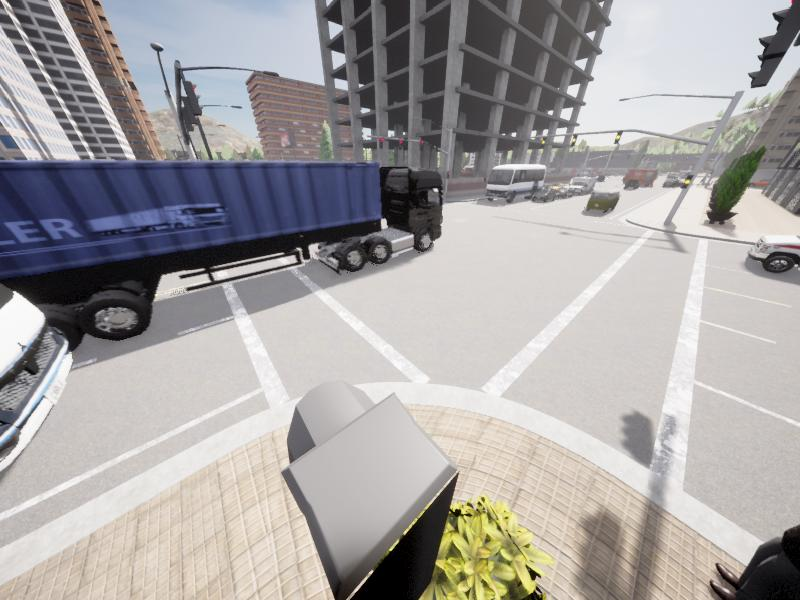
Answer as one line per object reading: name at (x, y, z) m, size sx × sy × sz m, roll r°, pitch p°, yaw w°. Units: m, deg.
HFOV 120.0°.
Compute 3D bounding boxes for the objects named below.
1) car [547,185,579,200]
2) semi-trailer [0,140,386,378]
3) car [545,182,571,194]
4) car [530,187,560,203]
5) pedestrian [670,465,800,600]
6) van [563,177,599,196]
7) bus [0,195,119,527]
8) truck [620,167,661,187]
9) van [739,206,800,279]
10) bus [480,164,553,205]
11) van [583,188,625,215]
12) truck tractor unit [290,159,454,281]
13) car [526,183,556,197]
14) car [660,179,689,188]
car at (23.938, -15.821, 33.898) m, size 4.902 × 1.511 × 2.128 m, roll -23°, pitch 37°, yaw -34°
semi-trailer at (-7.006, -1.795, 6.696) m, size 14.254 × 4.402 × 2.717 m, roll -22°, pitch 37°, yaw -33°
car at (27.903, -19.813, 40.743) m, size 5.366 × 1.575 × 1.801 m, roll -23°, pitch 37°, yaw -34°
car at (19.024, -13.768, 30.300) m, size 3.705 × 1.549 × 1.789 m, roll -23°, pitch 37°, yaw -34°
pedestrian at (3.453, 2.233, 1.925) m, size 0.751 × 1.860 × 0.751 m, roll -15°, pitch 33°, yaw -24°
van at (29.749, -18.670, 37.915) m, size 6.366 × 2.431 × 2.351 m, roll -23°, pitch 37°, yaw -34°
bus at (-9.898, 1.753, 0.707) m, size 10.273 × 4.253 × 3.944 m, roll -22°, pitch 37°, yaw -34°
truck at (58.271, -30.081, 56.271) m, size 2.891 × 3.827 × 8.468 m, roll 10°, pitch 32°, yaw 17°
van at (18.458, -1.625, 8.393) m, size 2.351 × 2.431 × 6.366 m, roll -23°, pitch 37°, yaw -34°
bus at (15.792, -15.784, 31.093) m, size 10.273 × 4.253 × 3.944 m, roll -23°, pitch 37°, yaw -34°
van at (20.867, -10.155, 23.608) m, size 4.442 × 1.987 × 1.775 m, roll -23°, pitch 37°, yaw -34°
truck tractor unit at (-0.915, -4.239, 11.120) m, size 6.516 × 4.208 × 3.053 m, roll -23°, pitch 37°, yaw -34°
car at (22.490, -17.570, 36.767) m, size 4.611 × 1.667 × 2.242 m, roll -23°, pitch 37°, yaw -34°
car at (59.860, -25.372, 50.395) m, size 4.514 × 1.525 × 2.007 m, roll -10°, pitch 32°, yaw -16°
